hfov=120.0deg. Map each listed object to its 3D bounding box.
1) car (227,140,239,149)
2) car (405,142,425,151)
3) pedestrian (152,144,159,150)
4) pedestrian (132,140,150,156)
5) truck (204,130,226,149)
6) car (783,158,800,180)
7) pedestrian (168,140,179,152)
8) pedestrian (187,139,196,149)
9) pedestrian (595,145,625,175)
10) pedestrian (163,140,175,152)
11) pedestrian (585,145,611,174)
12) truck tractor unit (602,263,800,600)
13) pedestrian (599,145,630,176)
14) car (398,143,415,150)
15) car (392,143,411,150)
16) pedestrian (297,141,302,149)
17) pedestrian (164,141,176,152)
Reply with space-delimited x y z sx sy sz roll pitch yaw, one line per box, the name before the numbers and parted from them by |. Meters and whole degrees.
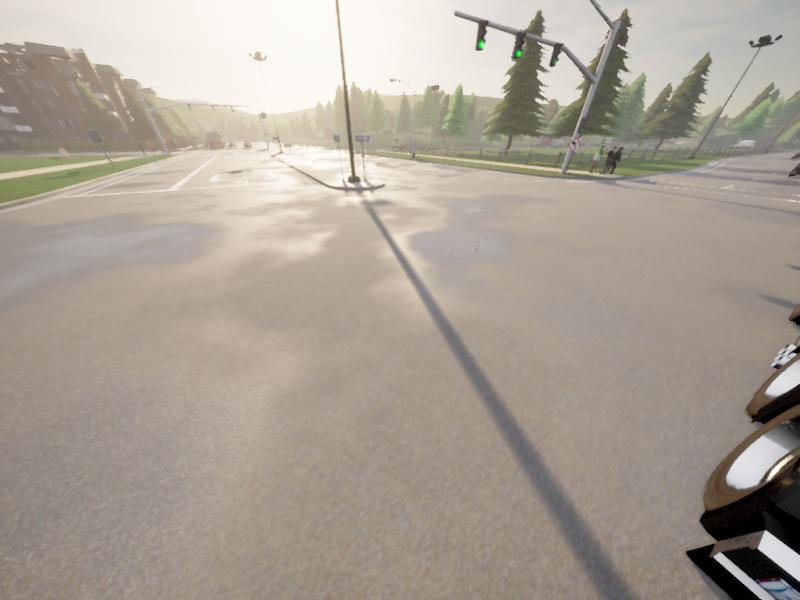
car | -43.922 -40.888 60.755 1.905 1.878 3.866 -18 39 -25
car | 3.861 -39.218 58.970 4.856 1.649 2.033 -18 39 -24
pedestrian | -52.459 -32.946 49.628 0.500 1.100 0.500 -15 38 -20
pedestrian | -35.869 -21.069 32.037 0.751 1.860 0.751 -16 38 -22
truck | -48.011 -41.745 60.234 2.891 3.827 8.468 -18 39 -25
car | 31.906 -9.974 17.318 4.892 1.490 1.837 -13 36 -18
pedestrian | -43.790 -29.762 44.730 0.751 1.860 0.751 -18 39 -24
pedestrian | -46.491 -34.732 51.561 0.751 1.860 0.751 -22 41 -29
pedestrian | 15.557 -10.419 17.180 0.751 1.860 0.751 5 35 6
pedestrian | -44.248 -29.406 44.213 0.751 1.860 0.751 -14 37 -19
pedestrian | 15.197 -10.838 17.779 0.751 1.860 0.751 14 37 19
truck tractor unit | 5.108 -0.303 0.785 6.516 4.208 3.053 -18 39 -24
pedestrian | 15.336 -9.983 16.551 0.751 1.860 0.751 -16 38 -22
car | 1.780 -40.803 61.332 3.988 1.617 1.851 -18 39 -24
car | 0.396 -42.579 64.040 5.027 1.651 2.152 -18 39 -24
pedestrian | -27.476 -42.550 63.255 0.751 1.860 0.751 -17 39 -24
pedestrian | -43.398 -28.940 43.549 0.751 1.860 0.751 -16 38 -22
